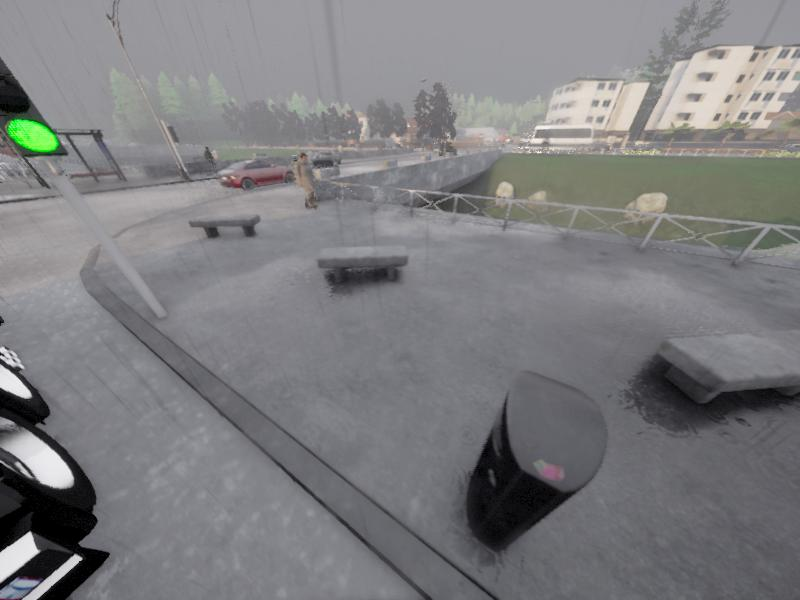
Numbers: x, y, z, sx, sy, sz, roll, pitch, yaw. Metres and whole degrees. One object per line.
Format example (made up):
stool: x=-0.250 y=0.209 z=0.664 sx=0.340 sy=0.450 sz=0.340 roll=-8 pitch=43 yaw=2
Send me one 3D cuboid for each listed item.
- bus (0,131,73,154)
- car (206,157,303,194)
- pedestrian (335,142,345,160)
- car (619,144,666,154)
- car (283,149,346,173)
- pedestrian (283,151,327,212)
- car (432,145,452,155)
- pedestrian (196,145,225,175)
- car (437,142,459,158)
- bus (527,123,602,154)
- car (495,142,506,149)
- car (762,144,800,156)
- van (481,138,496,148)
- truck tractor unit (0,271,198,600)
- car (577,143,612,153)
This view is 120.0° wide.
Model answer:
bus: x=-87.599 y=-37.452 z=54.831 sx=3.944 sy=4.253 sz=10.273 roll=18 pitch=39 yaw=25
car: x=-8.226 y=-7.410 z=13.517 sx=1.994 sy=1.385 sz=4.181 roll=18 pitch=39 yaw=25
pedestrian: x=-7.517 y=-18.671 z=29.023 sx=0.751 sy=1.860 sz=0.751 roll=17 pitch=38 yaw=23
car: x=42.822 y=-26.870 z=40.975 sx=5.357 sy=1.411 sz=2.033 roll=18 pitch=39 yaw=25
car: x=-7.497 y=-12.618 z=20.863 sx=2.128 sy=1.511 sz=4.902 roll=19 pitch=39 yaw=25
pedestrian: x=-3.351 y=-4.236 z=8.287 sx=0.751 sy=1.860 sz=0.751 roll=17 pitch=38 yaw=23
car: x=7.828 y=-27.734 z=42.614 sx=1.895 sy=1.301 sz=4.718 roll=18 pitch=39 yaw=25
pedestrian: x=-14.322 y=-10.610 z=17.511 sx=0.751 sy=1.860 sz=0.751 roll=11 pitch=36 yaw=15
car: x=7.303 y=-22.919 z=35.186 sx=1.905 sy=1.878 sz=3.866 roll=18 pitch=39 yaw=25
bus: x=30.297 y=-30.018 z=43.107 sx=10.273 sy=4.253 sz=3.944 roll=22 pitch=41 yaw=29
car: x=27.861 y=-43.040 z=64.170 sx=1.789 sy=1.549 sz=3.705 roll=18 pitch=39 yaw=25
car: x=57.403 y=-22.069 z=33.952 sx=3.806 sy=1.475 sz=1.970 roll=18 pitch=39 yaw=25
van: x=26.304 y=-46.406 z=68.257 sx=2.351 sy=2.431 sz=6.366 roll=18 pitch=39 yaw=25
truck tractor unit: x=-5.125 y=-0.286 z=0.769 sx=6.516 sy=4.208 sz=3.053 roll=18 pitch=39 yaw=24
car: x=36.708 y=-28.846 z=43.778 sx=4.892 sy=1.490 sz=1.837 roll=19 pitch=39 yaw=25
